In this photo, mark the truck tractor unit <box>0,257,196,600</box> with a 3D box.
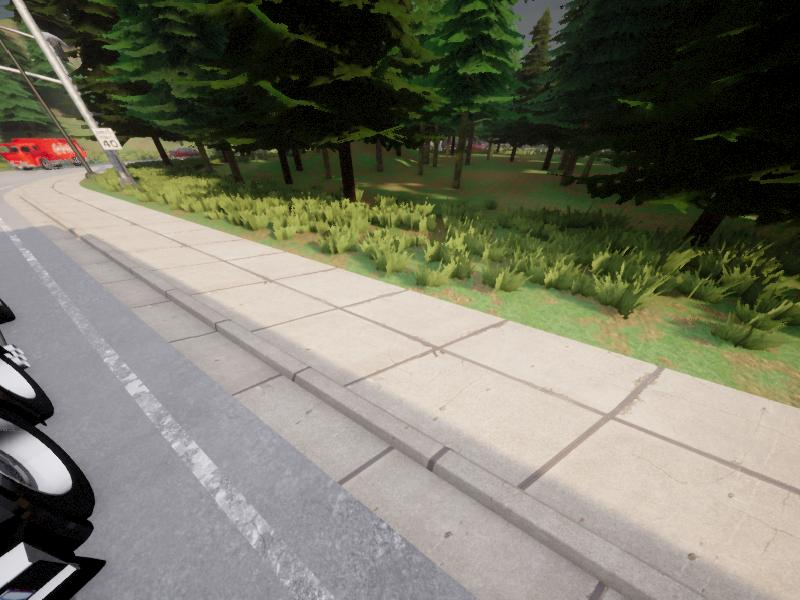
[{"bbox_3d":[-5.100,-0.312,0.797,6.516,4.208,3.053,19,39,25],"label":"truck tractor unit"}]

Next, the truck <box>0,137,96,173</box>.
[{"bbox_3d":[-33.971,-13.985,22.116,2.627,2.467,5.204,-4,37,-5],"label":"truck"}]
